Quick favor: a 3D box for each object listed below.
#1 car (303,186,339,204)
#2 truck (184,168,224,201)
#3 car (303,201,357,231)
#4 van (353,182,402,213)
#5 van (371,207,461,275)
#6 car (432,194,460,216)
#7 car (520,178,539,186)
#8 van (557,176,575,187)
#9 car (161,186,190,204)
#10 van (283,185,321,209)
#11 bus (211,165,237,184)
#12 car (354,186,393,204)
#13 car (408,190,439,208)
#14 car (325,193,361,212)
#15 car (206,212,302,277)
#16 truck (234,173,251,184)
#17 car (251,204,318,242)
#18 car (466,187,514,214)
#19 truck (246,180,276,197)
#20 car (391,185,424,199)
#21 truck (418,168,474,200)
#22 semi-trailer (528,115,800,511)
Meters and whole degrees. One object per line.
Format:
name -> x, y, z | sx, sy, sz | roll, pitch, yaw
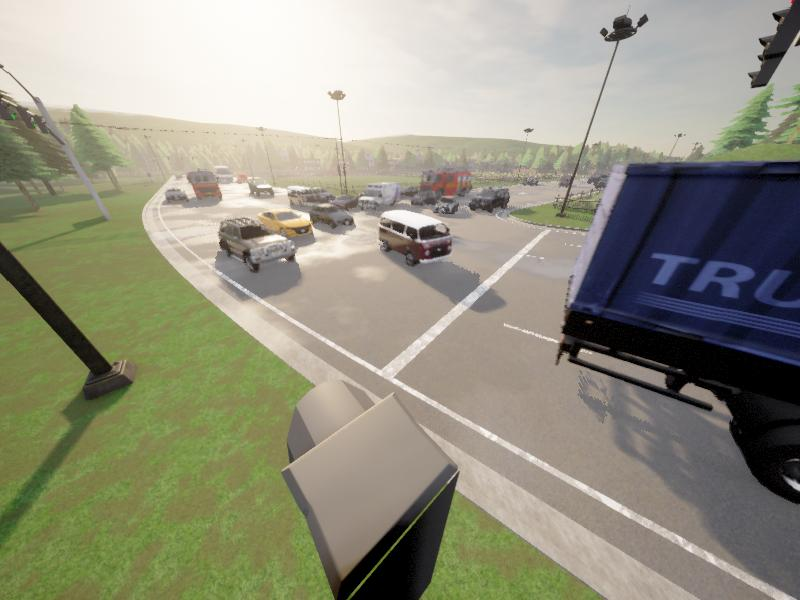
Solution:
car -> -10.332, -13.723, 30.103 | 2.242, 1.667, 4.611 | -26, 39, -37
truck -> -28.387, -16.866, 33.394 | 2.891, 3.827, 8.468 | -22, 37, -33
car -> -5.446, -6.603, 17.968 | 4.193, 1.474, 1.816 | 23, 37, 35
van -> -2.204, -11.363, 25.260 | 2.351, 2.431, 6.366 | 13, 33, 21
van -> 0.525, -3.149, 11.428 | 2.069, 2.038, 4.480 | -18, 34, -26
car -> 4.581, -9.451, 22.899 | 1.970, 1.475, 3.806 | 10, 32, 17
car -> 32.082, -29.202, 57.051 | 4.974, 1.542, 2.038 | -23, 37, -34
van -> 38.691, -27.600, 53.830 | 4.442, 1.987, 1.775 | -22, 37, -34
car -> -29.716, -13.989, 30.613 | 2.152, 1.651, 5.027 | -23, 37, -34
van -> -11.341, -11.929, 26.627 | 4.480, 2.038, 2.069 | 26, 39, 38
bus -> -51.545, -36.771, 67.432 | 3.944, 4.253, 10.273 | -22, 38, -33
car -> -3.299, -13.814, 30.310 | 2.152, 1.651, 5.027 | 21, 36, 32
car -> 2.816, -11.914, 27.113 | 1.845, 1.501, 3.633 | 22, 36, 33
car -> -6.018, -10.599, 24.997 | 1.994, 1.385, 4.181 | 8, 31, 14
car -> -7.050, -2.859, 11.080 | 4.605, 1.855, 1.932 | 22, 37, 33
truck -> -44.119, -34.126, 64.663 | 2.627, 2.467, 5.204 | -22, 36, -33
car -> -7.983, -5.408, 15.835 | 5.008, 1.535, 1.882 | 23, 37, 35
car -> 9.494, -10.549, 24.230 | 2.150, 2.045, 5.566 | 25, 39, 37
truck -> -22.458, -18.024, 37.125 | 2.390, 2.098, 6.274 | -23, 37, -34
car -> 1.145, -16.151, 34.499 | 4.792, 1.488, 2.163 | -23, 37, -34
truck -> 6.853, -17.315, 34.171 | 8.468, 3.827, 2.891 | -23, 37, -34
semi-trailer -> 9.236, 1.458, 1.031 | 14.254, 4.402, 2.717 | 19, 36, 30
